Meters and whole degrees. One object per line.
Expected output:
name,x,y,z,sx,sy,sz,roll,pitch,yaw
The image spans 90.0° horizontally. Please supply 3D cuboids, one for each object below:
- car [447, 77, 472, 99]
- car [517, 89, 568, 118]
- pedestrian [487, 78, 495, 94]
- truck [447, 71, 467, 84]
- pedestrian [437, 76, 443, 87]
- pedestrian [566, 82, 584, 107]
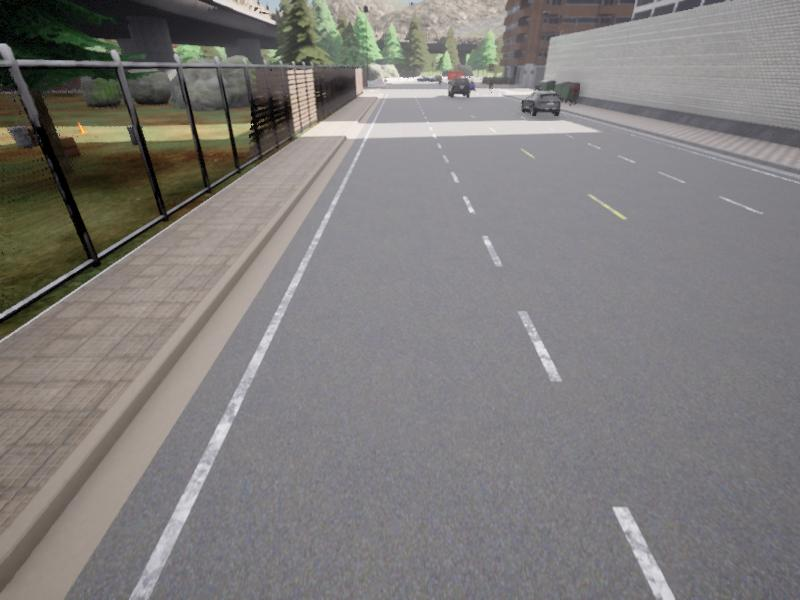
car,7.082,-25.522,48.081,2.150,2.045,5.566,0,30,0
car,10.555,-14.802,30.004,2.033,1.649,4.856,0,30,0
pedestrian,12.537,-29.399,55.012,0.751,1.860,0.751,-3,30,-5
truck,13.048,-50.838,91.330,2.627,2.467,5.204,15,33,24
pedestrian,7.284,-39.832,72.958,0.751,1.860,0.751,-3,30,-5
pedestrian,15.026,-17.718,34.452,0.751,1.860,0.751,-9,31,-15
